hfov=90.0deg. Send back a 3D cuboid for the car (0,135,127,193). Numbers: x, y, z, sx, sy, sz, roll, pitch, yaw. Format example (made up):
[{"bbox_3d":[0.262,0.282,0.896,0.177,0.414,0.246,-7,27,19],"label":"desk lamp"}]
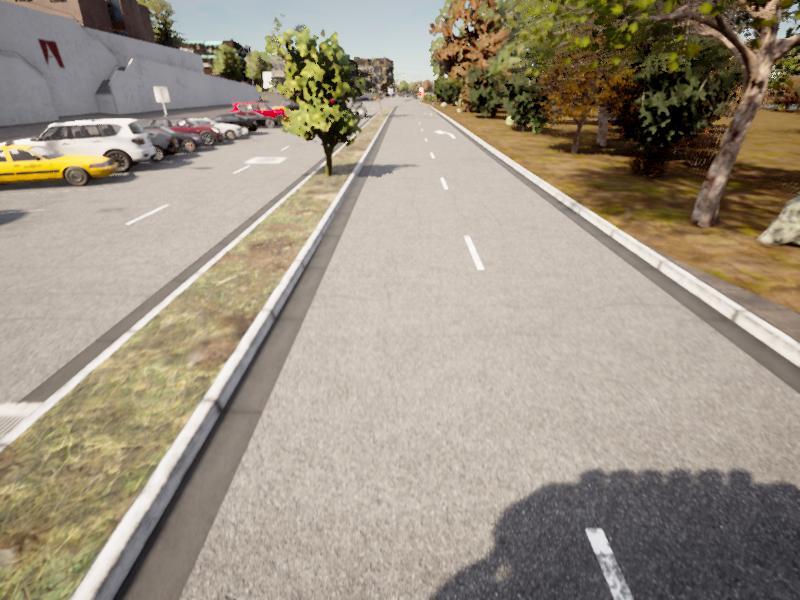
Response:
[{"bbox_3d":[-13.497,-4.956,14.562,5.366,1.575,1.946,-10,29,-17],"label":"car"}]

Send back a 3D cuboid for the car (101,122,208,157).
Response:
[{"bbox_3d":[-13.566,-9.075,22.511,4.674,1.452,2.002,-10,29,-17],"label":"car"}]

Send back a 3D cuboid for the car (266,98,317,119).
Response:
[{"bbox_3d":[-13.237,-23.398,48.860,5.566,2.045,2.435,-10,29,-17],"label":"car"}]

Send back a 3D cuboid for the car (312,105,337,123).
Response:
[{"bbox_3d":[-8.207,-20.473,43.882,1.837,1.490,4.892,0,28,1],"label":"car"}]

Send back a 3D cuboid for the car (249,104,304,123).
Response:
[{"bbox_3d":[-13.454,-20.348,43.630,5.366,1.575,1.946,-10,29,-17],"label":"car"}]

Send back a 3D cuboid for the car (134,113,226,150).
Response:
[{"bbox_3d":[-13.560,-10.622,25.075,4.553,1.767,2.185,-10,29,-17],"label":"car"}]

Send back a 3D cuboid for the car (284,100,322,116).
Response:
[{"bbox_3d":[-13.110,-26.096,54.249,4.553,1.767,2.185,-10,29,-17],"label":"car"}]

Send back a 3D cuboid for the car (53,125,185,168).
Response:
[{"bbox_3d":[-13.624,-7.677,19.829,4.792,1.488,2.163,-10,29,-17],"label":"car"}]

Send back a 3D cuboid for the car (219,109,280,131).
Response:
[{"bbox_3d":[-13.360,-16.135,35.764,4.792,1.488,2.163,-10,29,-17],"label":"car"}]

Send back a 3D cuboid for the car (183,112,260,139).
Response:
[{"bbox_3d":[-13.450,-13.332,30.441,5.008,1.535,2.097,-10,30,-17],"label":"car"}]

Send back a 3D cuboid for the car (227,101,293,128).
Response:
[{"bbox_3d":[-13.330,-17.794,38.283,5.566,2.045,2.435,-10,29,-17],"label":"car"}]

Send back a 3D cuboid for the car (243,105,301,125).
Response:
[{"bbox_3d":[-13.141,-19.009,41.092,5.366,1.575,1.946,-10,29,-17],"label":"car"}]

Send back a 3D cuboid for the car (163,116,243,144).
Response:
[{"bbox_3d":[-13.495,-11.887,27.811,4.674,1.452,2.002,-10,29,-17],"label":"car"}]

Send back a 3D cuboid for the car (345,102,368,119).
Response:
[{"bbox_3d":[-5.151,-22.750,47.995,2.242,1.667,4.611,0,28,1],"label":"car"}]

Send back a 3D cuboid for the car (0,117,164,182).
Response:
[{"bbox_3d":[-13.663,-6.531,17.044,5.566,2.045,2.435,-10,29,-17],"label":"car"}]
